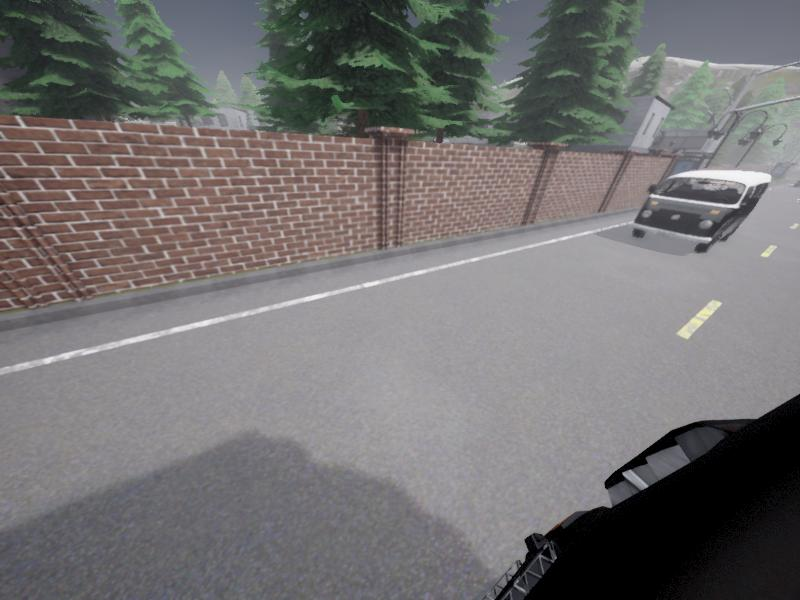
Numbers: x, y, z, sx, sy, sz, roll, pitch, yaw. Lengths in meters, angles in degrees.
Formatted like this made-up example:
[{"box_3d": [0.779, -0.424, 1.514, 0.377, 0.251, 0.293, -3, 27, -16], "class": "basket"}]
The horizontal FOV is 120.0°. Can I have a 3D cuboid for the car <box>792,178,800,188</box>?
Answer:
[{"box_3d": [54.191, -15.751, 30.103, 5.566, 2.045, 2.150, -16, 38, -26], "class": "car"}]

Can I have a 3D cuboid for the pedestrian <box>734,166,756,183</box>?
[{"box_3d": [45.434, -16.488, 30.413, 0.751, 1.860, 0.751, -18, 39, -28], "class": "pedestrian"}]

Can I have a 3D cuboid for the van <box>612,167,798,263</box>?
[{"box_3d": [9.440, -2.900, 7.243, 4.480, 2.038, 2.069, -16, 38, -26], "class": "van"}]

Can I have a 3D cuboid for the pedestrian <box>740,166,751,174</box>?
[{"box_3d": [91.866, -34.635, 61.423, 0.751, 1.860, 0.751, -14, 37, -24], "class": "pedestrian"}]
